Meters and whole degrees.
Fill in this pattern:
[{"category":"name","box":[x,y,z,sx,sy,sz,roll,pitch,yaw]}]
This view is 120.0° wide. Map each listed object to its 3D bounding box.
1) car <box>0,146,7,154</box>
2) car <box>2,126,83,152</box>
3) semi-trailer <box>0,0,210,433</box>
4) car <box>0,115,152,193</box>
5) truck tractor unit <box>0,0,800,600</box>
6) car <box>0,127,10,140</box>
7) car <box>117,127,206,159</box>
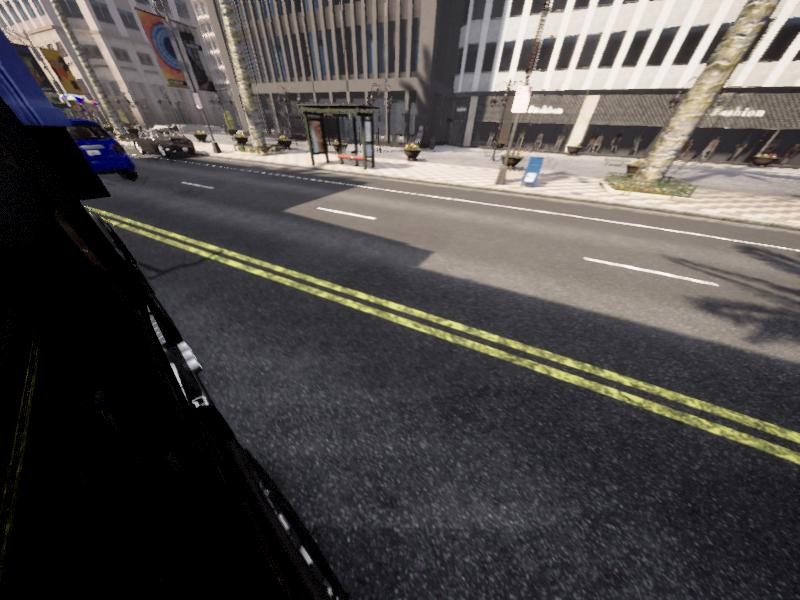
[{"category":"car","box":[-27.367,-10.152,14.184,3.866,1.878,1.905,17,40,19]},{"category":"car","box":[-26.508,-11.977,17.141,4.718,1.301,1.895,17,39,19]},{"category":"semi-trailer","box":[-9.294,-3.092,3.574,14.254,4.402,2.717,21,40,23]},{"category":"car","box":[-13.121,-5.823,9.000,5.566,2.045,2.150,17,40,19]},{"category":"truck tractor unit","box":[-2.645,-0.295,0.351,6.516,4.208,3.053,28,44,30]},{"category":"car","box":[-40.609,-16.418,22.148,5.008,1.535,1.882,17,39,19]},{"category":"car","box":[-16.728,-11.115,16.276,4.892,1.521,2.231,17,39,19]}]
